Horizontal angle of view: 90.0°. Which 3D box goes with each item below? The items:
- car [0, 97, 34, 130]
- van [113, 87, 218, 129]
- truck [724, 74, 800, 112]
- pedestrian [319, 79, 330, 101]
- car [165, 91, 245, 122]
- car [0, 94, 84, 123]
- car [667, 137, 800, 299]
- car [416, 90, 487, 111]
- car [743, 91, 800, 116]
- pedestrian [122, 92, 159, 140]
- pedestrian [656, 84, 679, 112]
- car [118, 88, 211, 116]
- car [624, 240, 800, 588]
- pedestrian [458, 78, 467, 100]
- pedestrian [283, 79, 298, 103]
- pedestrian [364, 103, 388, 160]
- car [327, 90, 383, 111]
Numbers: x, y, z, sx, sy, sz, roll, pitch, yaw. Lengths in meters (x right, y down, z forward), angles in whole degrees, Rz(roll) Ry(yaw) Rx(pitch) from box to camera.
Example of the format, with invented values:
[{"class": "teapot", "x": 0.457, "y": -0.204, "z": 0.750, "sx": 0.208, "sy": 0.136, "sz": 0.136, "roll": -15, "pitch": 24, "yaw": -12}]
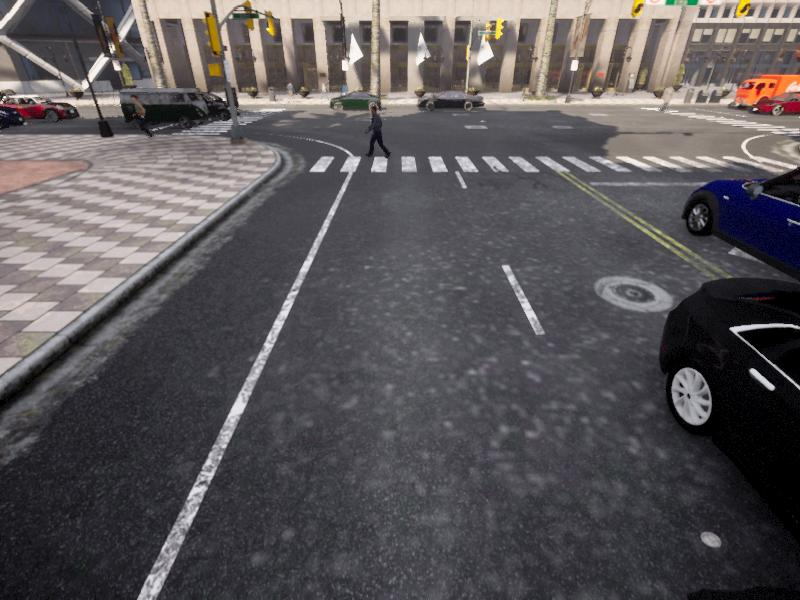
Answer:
[{"class": "car", "x": -23.280, "y": -10.367, "z": 22.246, "sx": 3.633, "sy": 1.501, "sz": 1.845, "roll": -5, "pitch": 31, "yaw": -9}, {"class": "van", "x": -13.077, "y": -10.823, "z": 22.571, "sx": 4.442, "sy": 1.987, "sz": 1.775, "roll": 0, "pitch": 30, "yaw": 0}, {"class": "truck", "x": 29.472, "y": -16.281, "z": 31.435, "sx": 5.204, "sy": 2.467, "sz": 2.627, "roll": 0, "pitch": 30, "yaw": 0}, {"class": "pedestrian", "x": -7.108, "y": -19.763, "z": 37.653, "sx": 0.751, "sy": 1.860, "sz": 0.751, "roll": -13, "pitch": 33, "yaw": -21}, {"class": "car", "x": -12.430, "y": -12.467, "z": 25.765, "sx": 3.988, "sy": 1.617, "sz": 1.851, "roll": 0, "pitch": 30, "yaw": -1}, {"class": "car", "x": -22.836, "y": -12.116, "z": 25.291, "sx": 3.806, "sy": 1.475, "sz": 1.970, "roll": -4, "pitch": 31, "yaw": -7}, {"class": "car", "x": 7.075, "y": -1.412, "z": 6.653, "sx": 2.097, "sy": 1.767, "sz": 4.553, "roll": 0, "pitch": 30, "yaw": 0}, {"class": "car", "x": 4.015, "y": -15.911, "z": 31.871, "sx": 5.357, "sy": 1.411, "sz": 2.033, "roll": 0, "pitch": 30, "yaw": 0}, {"class": "car", "x": 28.088, "y": -14.092, "z": 28.672, "sx": 4.792, "sy": 1.488, "sz": 2.163, "roll": 0, "pitch": 30, "yaw": 0}, {"class": "pedestrian", "x": -11.589, "y": -8.232, "z": 17.913, "sx": 0.751, "sy": 1.860, "sz": 0.751, "roll": 27, "pitch": 39, "yaw": 38}, {"class": "pedestrian", "x": 20.473, "y": -15.482, "z": 30.627, "sx": 0.751, "sy": 1.860, "sz": 0.751, "roll": 1, "pitch": 30, "yaw": 1}, {"class": "car", "x": -16.865, "y": -14.300, "z": 28.868, "sx": 5.238, "sy": 1.638, "sz": 1.930, "roll": 0, "pitch": 30, "yaw": -1}, {"class": "car", "x": 3.613, "y": 1.269, "z": 2.361, "sx": 1.837, "sy": 1.490, "sz": 4.892, "roll": 0, "pitch": 30, "yaw": 1}, {"class": "pedestrian", "x": 6.163, "y": -20.848, "z": 39.511, "sx": 0.751, "sy": 1.860, "sz": 0.751, "roll": 2, "pitch": 30, "yaw": 3}, {"class": "pedestrian", "x": -9.818, "y": -18.805, "z": 36.012, "sx": 0.751, "sy": 1.860, "sz": 0.751, "roll": 24, "pitch": 38, "yaw": 35}, {"class": "pedestrian", "x": -0.861, "y": -6.189, "z": 14.718, "sx": 0.751, "sy": 1.860, "sz": 0.751, "roll": 2, "pitch": 30, "yaw": 3}, {"class": "car", "x": -3.522, "y": -15.929, "z": 31.928, "sx": 4.181, "sy": 1.385, "sz": 1.994, "roll": 0, "pitch": 30, "yaw": 0}]
